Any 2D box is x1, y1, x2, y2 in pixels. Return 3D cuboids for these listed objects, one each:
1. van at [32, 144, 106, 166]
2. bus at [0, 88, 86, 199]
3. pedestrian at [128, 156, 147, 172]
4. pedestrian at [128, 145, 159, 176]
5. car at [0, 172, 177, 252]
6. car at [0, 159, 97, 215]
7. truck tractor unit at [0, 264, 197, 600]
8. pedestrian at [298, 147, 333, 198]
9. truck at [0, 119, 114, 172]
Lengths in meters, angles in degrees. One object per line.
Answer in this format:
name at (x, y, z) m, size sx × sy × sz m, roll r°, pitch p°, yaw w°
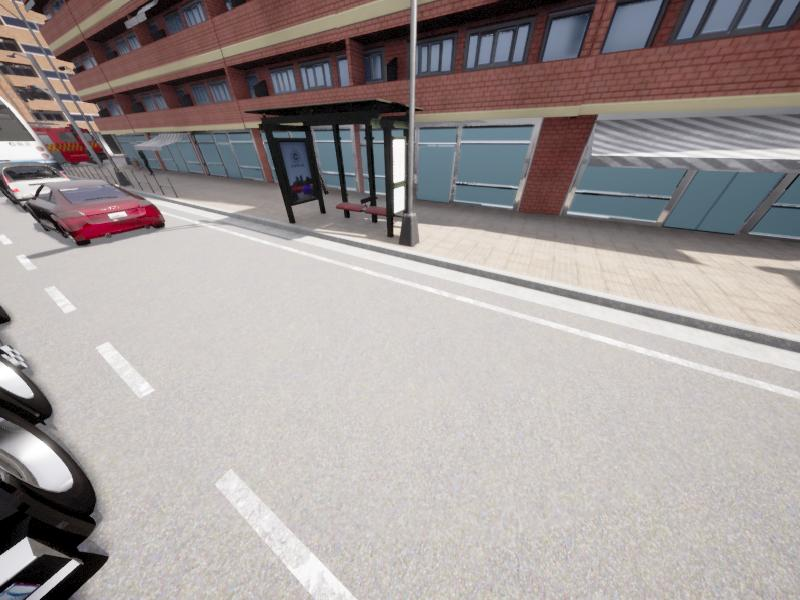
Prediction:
van at (-38.963, -17.299, 27.383) m, size 1.775 × 1.987 × 4.442 m, roll 18°, pitch 39°, yaw 25°
bus at (-23.284, -8.483, 12.628) m, size 10.273 × 4.253 × 3.944 m, roll 18°, pitch 39°, yaw 24°
pedestrian at (-21.456, -11.132, 18.895) m, size 0.500 × 1.100 × 0.500 m, roll 20°, pitch 40°, yaw 26°
pedestrian at (-18.361, -10.020, 16.581) m, size 0.751 × 1.860 × 0.751 m, roll -25°, pitch 42°, yaw -31°
car at (-9.288, -2.824, 6.922) m, size 4.181 × 1.385 × 1.994 m, roll 17°, pitch 38°, yaw 23°
car at (-15.346, -4.888, 9.721) m, size 3.988 × 1.617 × 1.851 m, roll 18°, pitch 39°, yaw 24°
truck tractor unit at (-5.110, -0.301, 0.779) m, size 6.516 × 4.208 × 3.053 m, roll 18°, pitch 39°, yaw 24°
pedestrian at (-3.624, -5.521, 10.012) m, size 0.751 × 1.860 × 0.751 m, roll 18°, pitch 39°, yaw 24°
truck at (-35.984, -15.805, 23.607) m, size 2.891 × 3.827 × 8.468 m, roll -5°, pitch 35°, yaw -6°
